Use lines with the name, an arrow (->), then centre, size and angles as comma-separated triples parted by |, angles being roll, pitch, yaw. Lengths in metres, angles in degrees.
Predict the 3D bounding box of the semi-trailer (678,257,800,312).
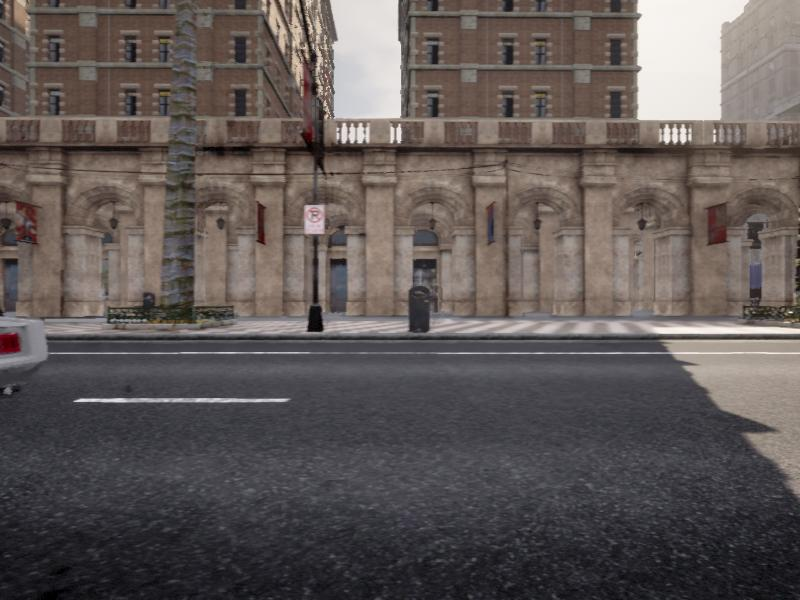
semi-trailer -> 32.957, -1.231, 38.403 | 2.717, 4.402, 14.254 | 0, 0, 0

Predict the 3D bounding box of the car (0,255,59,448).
car -> -5.046, 0.346, 2.204 | 4.718, 1.301, 1.895 | 0, 0, 0

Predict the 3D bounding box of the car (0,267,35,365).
car -> -8.631, 0.241, 5.712 | 4.902, 1.511, 2.128 | 0, 0, 0

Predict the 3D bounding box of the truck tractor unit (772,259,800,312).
truck tractor unit -> 32.794, -1.137, 30.497 | 3.053, 4.208, 6.516 | 0, 0, 4
